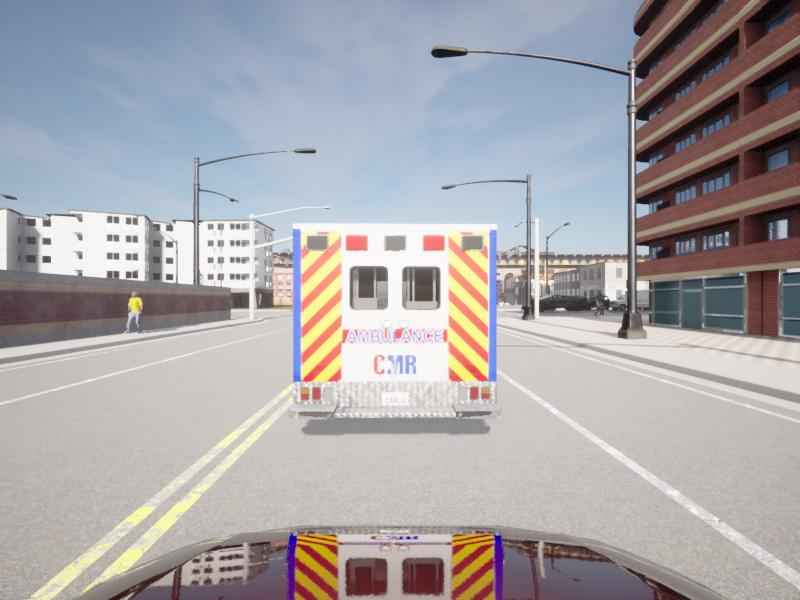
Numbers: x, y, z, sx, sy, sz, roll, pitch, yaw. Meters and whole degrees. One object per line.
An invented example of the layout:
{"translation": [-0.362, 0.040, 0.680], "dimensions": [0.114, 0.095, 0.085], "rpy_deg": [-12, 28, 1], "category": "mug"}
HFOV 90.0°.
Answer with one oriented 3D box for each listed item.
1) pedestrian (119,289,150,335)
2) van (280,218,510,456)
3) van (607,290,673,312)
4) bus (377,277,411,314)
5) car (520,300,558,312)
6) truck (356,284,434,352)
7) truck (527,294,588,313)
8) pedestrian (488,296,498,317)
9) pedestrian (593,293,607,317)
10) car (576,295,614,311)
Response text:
{"translation": [-10.898, 0.489, 16.441], "dimensions": [0.751, 1.860, 0.751], "rpy_deg": [0, 0, -1], "category": "pedestrian"}
{"translation": [-0.088, 0.378, 7.271], "dimensions": [2.351, 2.431, 6.366], "rpy_deg": [0, 0, -1], "category": "van"}
{"translation": [28.362, 0.074, 47.475], "dimensions": [6.366, 2.431, 2.351], "rpy_deg": [-1, 0, 0], "category": "van"}
{"translation": [-0.757, -0.549, 51.418], "dimensions": [3.944, 4.253, 10.273], "rpy_deg": [0, 0, -1], "category": "bus"}
{"translation": [17.686, 0.766, 51.057], "dimensions": [4.181, 1.385, 1.994], "rpy_deg": [-1, 0, 0], "category": "car"}
{"translation": [-0.191, 0.542, 15.509], "dimensions": [2.390, 2.098, 6.274], "rpy_deg": [0, 0, -1], "category": "truck"}
{"translation": [18.633, 0.385, 47.550], "dimensions": [6.274, 2.098, 2.390], "rpy_deg": [-1, 0, 0], "category": "truck"}
{"translation": [8.592, 0.584, 37.014], "dimensions": [0.751, 1.860, 0.751], "rpy_deg": [0, 0, -2], "category": "pedestrian"}
{"translation": [15.431, 0.371, 30.907], "dimensions": [0.751, 1.860, 0.751], "rpy_deg": [0, 0, 10], "category": "pedestrian"}
{"translation": [24.797, 0.402, 51.002], "dimensions": [3.866, 1.878, 1.905], "rpy_deg": [-1, 0, 0], "category": "car"}
